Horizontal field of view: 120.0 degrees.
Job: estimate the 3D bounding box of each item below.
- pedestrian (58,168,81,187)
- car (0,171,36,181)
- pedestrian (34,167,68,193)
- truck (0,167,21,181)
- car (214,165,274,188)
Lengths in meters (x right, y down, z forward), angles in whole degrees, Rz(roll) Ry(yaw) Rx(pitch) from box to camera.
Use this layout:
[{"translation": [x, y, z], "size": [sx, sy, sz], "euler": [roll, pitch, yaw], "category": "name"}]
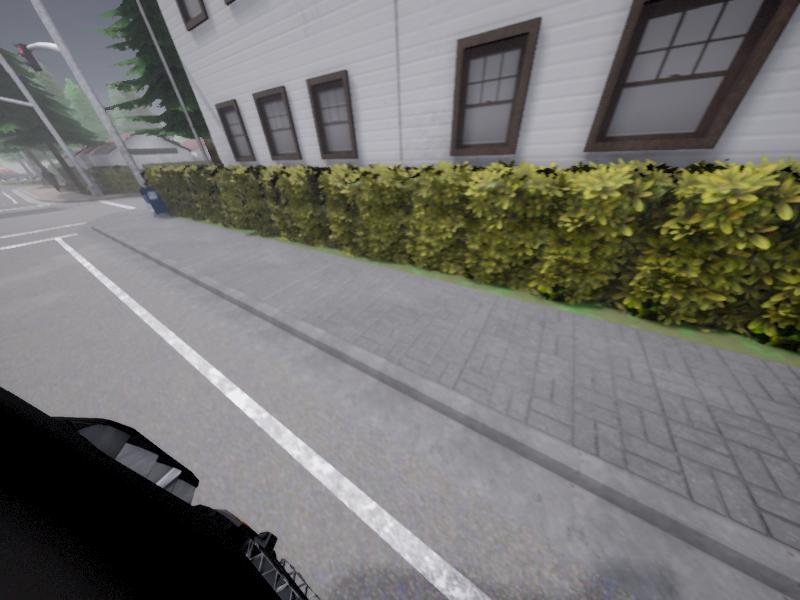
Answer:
[{"translation": [-38.325, -14.253, 26.817], "size": [0.751, 1.860, 0.751], "euler": [22, 41, 33], "category": "pedestrian"}, {"translation": [-83.114, -26.618, 49.613], "size": [1.882, 1.535, 5.008], "euler": [17, 39, 28], "category": "car"}, {"translation": [-30.236, -10.396, 20.022], "size": [0.751, 1.860, 0.751], "euler": [17, 38, 27], "category": "pedestrian"}, {"translation": [-87.140, -26.980, 49.626], "size": [2.627, 2.467, 5.204], "euler": [17, 39, 28], "category": "truck"}, {"translation": [-14.714, -11.890, 22.080], "size": [1.816, 1.474, 4.193], "euler": [17, 39, 28], "category": "car"}]
